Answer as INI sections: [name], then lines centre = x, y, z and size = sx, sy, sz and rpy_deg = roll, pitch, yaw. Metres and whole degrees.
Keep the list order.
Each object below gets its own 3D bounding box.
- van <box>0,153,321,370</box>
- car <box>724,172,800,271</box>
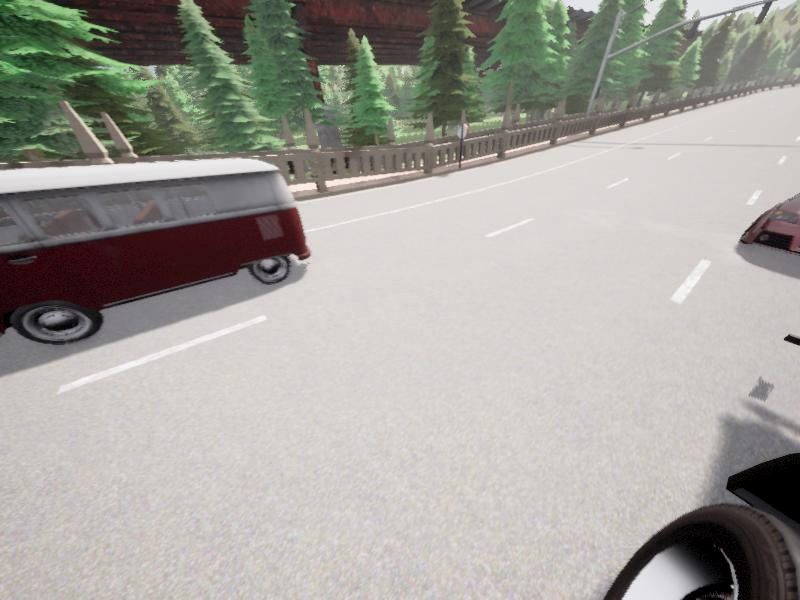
[van]
centre = -3.945, -0.988, 3.649
size = 4.442, 1.987, 1.775
rpy_deg = -23, 41, -27
[car]
centre = 8.925, -1.694, 4.321
size = 4.181, 1.385, 1.994
rpy_deg = -20, 40, -20
